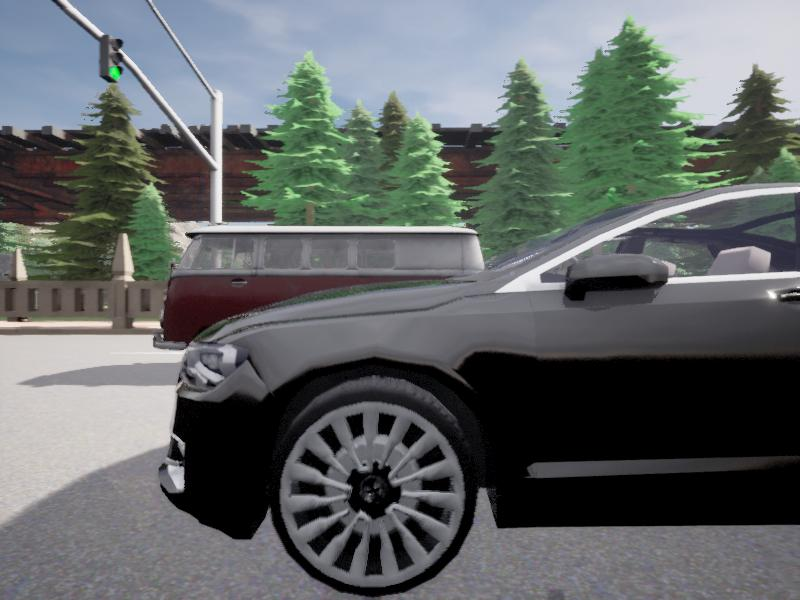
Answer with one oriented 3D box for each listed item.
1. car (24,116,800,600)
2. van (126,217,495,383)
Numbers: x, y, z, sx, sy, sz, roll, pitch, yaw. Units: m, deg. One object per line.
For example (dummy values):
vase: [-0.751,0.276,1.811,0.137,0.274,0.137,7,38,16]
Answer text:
car: [1.384,0.237,2.199,4.902,1.511,2.128,0,0,0]
van: [-1.078,-0.001,5.700,4.442,1.987,1.775,0,0,0]
